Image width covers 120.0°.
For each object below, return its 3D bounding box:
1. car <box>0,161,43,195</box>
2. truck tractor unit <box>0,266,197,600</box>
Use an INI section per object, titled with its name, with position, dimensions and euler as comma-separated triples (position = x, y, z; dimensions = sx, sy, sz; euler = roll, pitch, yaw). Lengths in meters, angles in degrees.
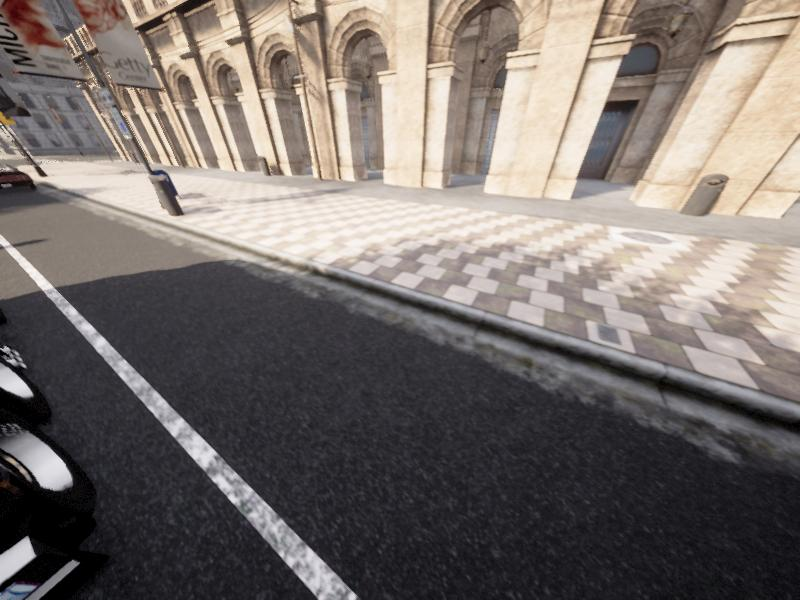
[car]
position = -22.842, -6.961, 13.059
dimensions = 4.718, 1.301, 1.895
euler = 18, 39, 24
[truck tractor unit]
position = -5.113, -0.299, 0.778
dimensions = 6.516, 4.208, 3.053
euler = 18, 39, 24
